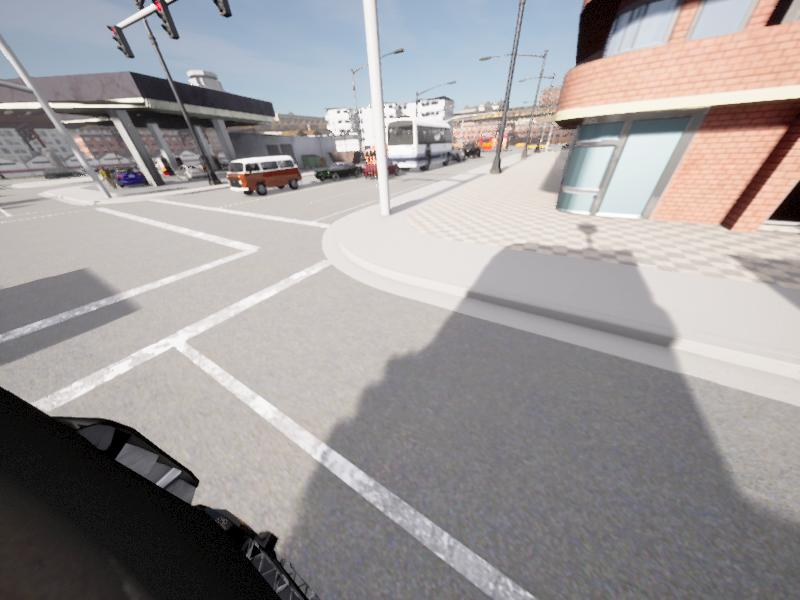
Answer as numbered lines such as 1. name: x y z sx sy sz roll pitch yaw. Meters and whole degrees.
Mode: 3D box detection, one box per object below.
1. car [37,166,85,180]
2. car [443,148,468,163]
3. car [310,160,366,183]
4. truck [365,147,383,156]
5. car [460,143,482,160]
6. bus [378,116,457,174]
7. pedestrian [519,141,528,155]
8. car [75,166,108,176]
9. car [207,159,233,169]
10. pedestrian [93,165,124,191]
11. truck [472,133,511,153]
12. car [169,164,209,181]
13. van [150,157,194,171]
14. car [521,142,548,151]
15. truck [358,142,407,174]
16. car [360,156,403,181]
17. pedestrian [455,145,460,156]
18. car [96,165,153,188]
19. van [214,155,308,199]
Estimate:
1. car: -62.657 -23.546 42.831 2.097 1.767 4.553 16 38 26
2. car: 8.117 -20.896 33.414 2.038 1.542 4.974 15 37 25
3. car: -5.249 -11.281 20.208 1.895 1.301 4.718 15 38 26
4. truck: -8.769 -50.183 78.036 5.204 2.467 2.627 5 34 12
5. car: 12.042 -25.060 38.907 2.150 2.045 5.566 14 37 24
6. bus: 2.402 -16.586 24.915 3.944 4.253 10.273 16 38 26
7. pedestrian: 19.753 -24.256 36.937 0.751 1.860 0.751 13 37 23
8. car: -66.125 -27.679 49.532 1.789 1.549 3.705 16 38 26
9. car: -38.490 -29.237 49.606 1.930 1.638 5.238 -6 34 -4
10. pedestrian: -23.827 -9.975 18.896 0.751 1.860 0.751 21 40 31
11. truck: 23.519 -40.500 59.638 8.468 3.827 2.891 19 39 30
12. car: -24.816 -15.057 27.200 3.806 1.475 1.970 16 38 27
13. van: -51.473 -30.898 52.425 2.351 2.431 6.366 16 38 26
14. car: 33.730 -38.651 58.048 5.366 1.575 1.801 20 40 31
15. truck: -1.699 -15.429 25.056 2.627 2.467 5.204 16 40 26
16. car: -1.490 -11.268 19.677 1.845 1.501 3.633 15 38 26
17. pedestrian: 12.520 -32.662 50.432 0.751 1.860 0.751 18 39 28
18. car: -27.072 -12.155 22.717 4.611 1.667 2.242 16 38 27
19. van: -8.708 -8.142 15.082 2.069 2.038 4.480 15 38 25
